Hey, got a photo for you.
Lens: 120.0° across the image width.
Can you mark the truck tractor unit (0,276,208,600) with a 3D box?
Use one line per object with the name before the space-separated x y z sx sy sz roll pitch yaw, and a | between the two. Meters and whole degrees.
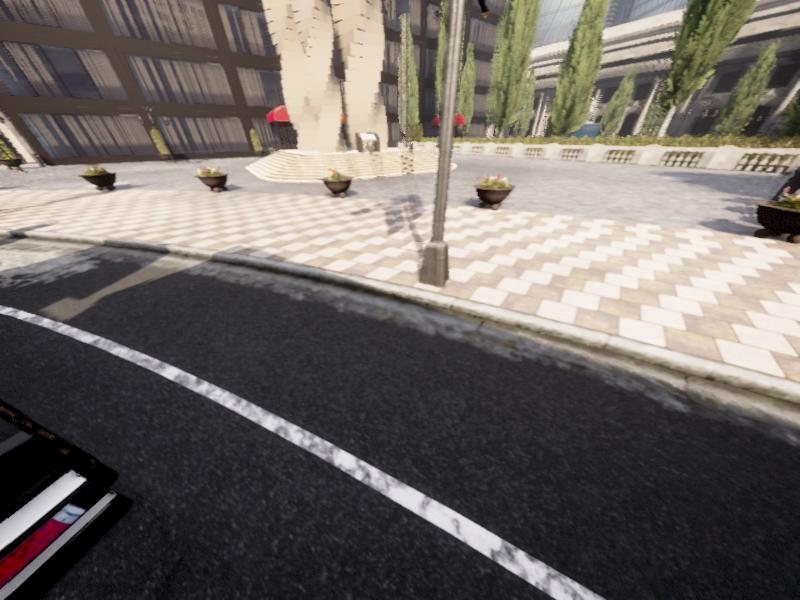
truck tractor unit | -5.269 -0.100 0.521 6.516 4.208 3.053 11 36 16
